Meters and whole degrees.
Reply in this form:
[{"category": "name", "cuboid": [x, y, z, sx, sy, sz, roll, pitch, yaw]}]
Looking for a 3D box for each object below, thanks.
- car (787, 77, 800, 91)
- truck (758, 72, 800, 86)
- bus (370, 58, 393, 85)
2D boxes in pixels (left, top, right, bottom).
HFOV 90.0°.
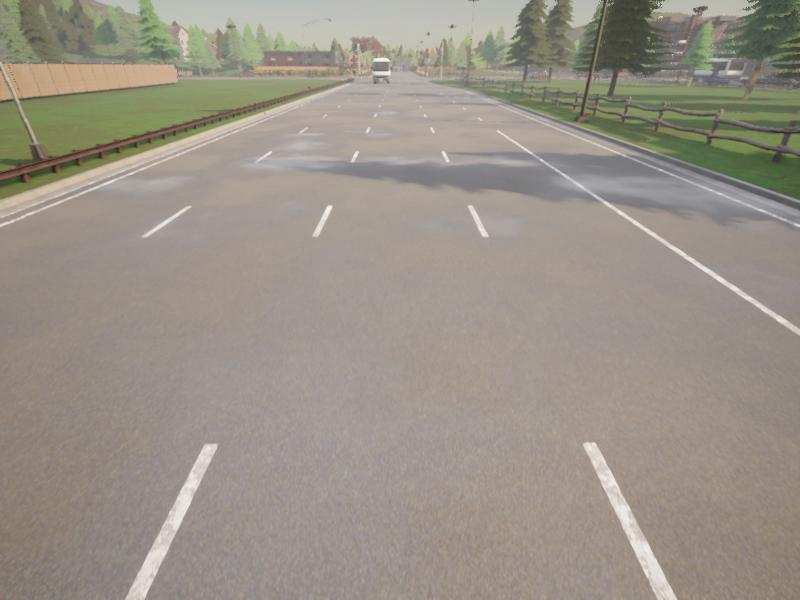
[{"category": "car", "cuboid": [57.661, -30.231, 56.001, 2.033, 1.649, 4.856, 0, 30, 0]}, {"category": "truck", "cuboid": [68.225, -39.678, 71.684, 2.390, 2.098, 6.274, 0, 30, 0]}, {"category": "bus", "cuboid": [-3.350, -44.210, 77.294, 3.944, 4.253, 10.273, 0, 30, 0]}]
